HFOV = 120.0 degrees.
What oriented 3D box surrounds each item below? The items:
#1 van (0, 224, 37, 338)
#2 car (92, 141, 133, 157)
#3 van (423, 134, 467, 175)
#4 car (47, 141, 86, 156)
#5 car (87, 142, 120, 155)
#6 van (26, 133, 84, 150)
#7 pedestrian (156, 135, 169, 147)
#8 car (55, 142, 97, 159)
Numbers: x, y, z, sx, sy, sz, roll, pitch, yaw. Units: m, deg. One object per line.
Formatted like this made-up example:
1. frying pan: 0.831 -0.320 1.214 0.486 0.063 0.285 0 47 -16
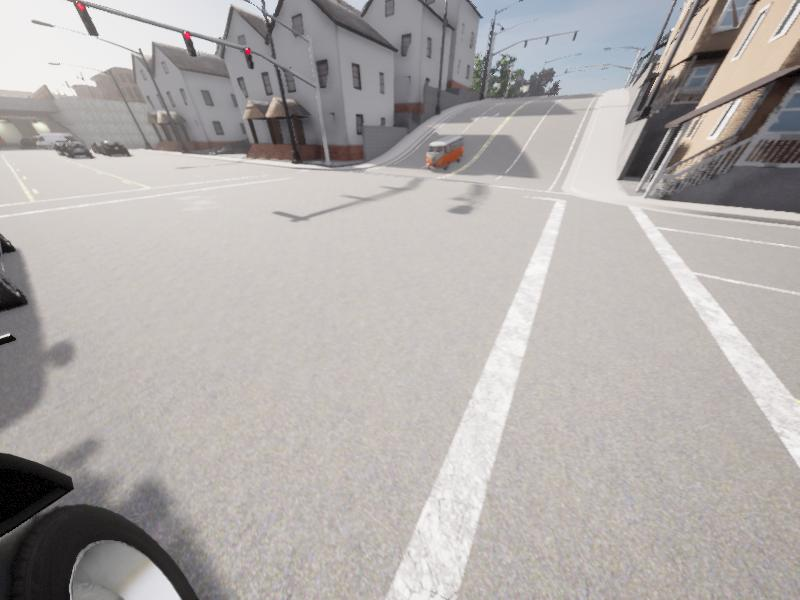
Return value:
1. van: -8.266 -1.185 3.319 5.915 2.561 1.988 22 40 28
2. car: -38.782 -20.471 31.177 4.611 1.667 2.242 22 41 28
3. van: 3.796 -12.321 19.404 1.775 1.987 4.442 21 49 27
4. car: -45.297 -20.635 31.379 5.238 1.638 1.930 21 40 26
5. car: -44.270 -22.670 34.449 4.674 1.442 1.812 21 40 27
6. van: -63.575 -29.263 42.683 5.915 2.561 1.988 0 35 -2
7. pedestrian: -44.933 -30.048 43.768 0.751 1.860 0.751 10 36 13
8. car: -39.470 -18.239 28.129 4.514 1.525 2.007 22 41 28
